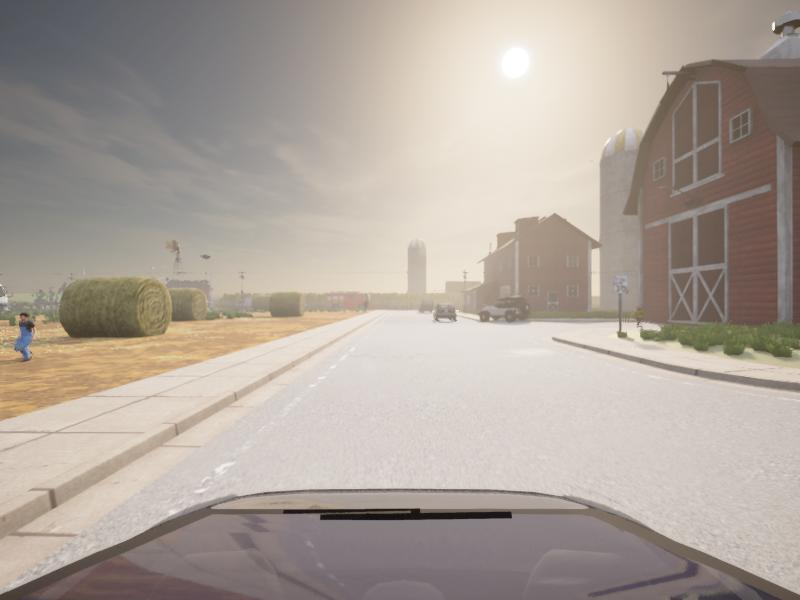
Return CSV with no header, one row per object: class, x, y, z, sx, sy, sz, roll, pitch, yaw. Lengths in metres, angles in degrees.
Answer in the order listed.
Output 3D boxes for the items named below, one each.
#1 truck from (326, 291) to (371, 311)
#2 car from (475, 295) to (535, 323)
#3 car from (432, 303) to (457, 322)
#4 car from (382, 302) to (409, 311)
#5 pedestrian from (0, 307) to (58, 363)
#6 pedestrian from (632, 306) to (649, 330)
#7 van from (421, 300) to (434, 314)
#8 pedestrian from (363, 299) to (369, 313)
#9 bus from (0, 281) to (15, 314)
truck,-10.043,0.183,78.732,8.468,3.827,2.891,0,0,1
car,7.963,0.689,30.555,1.905,1.878,3.866,-7,3,-42
car,3.835,1.040,34.632,1.789,1.549,3.705,0,0,1
car,-0.920,1.302,81.592,5.238,1.638,1.930,0,0,16
pedestrian,-9.120,0.824,9.841,0.751,1.300,0.751,0,0,10
pedestrian,11.273,0.852,18.773,0.500,1.100,0.500,0,0,-22
van,4.081,0.975,59.941,1.775,1.987,4.442,0,0,1
pedestrian,-4.497,0.809,52.712,0.751,1.860,0.751,0,0,6
bus,-53.676,-0.293,48.293,3.944,4.253,10.273,0,0,4
